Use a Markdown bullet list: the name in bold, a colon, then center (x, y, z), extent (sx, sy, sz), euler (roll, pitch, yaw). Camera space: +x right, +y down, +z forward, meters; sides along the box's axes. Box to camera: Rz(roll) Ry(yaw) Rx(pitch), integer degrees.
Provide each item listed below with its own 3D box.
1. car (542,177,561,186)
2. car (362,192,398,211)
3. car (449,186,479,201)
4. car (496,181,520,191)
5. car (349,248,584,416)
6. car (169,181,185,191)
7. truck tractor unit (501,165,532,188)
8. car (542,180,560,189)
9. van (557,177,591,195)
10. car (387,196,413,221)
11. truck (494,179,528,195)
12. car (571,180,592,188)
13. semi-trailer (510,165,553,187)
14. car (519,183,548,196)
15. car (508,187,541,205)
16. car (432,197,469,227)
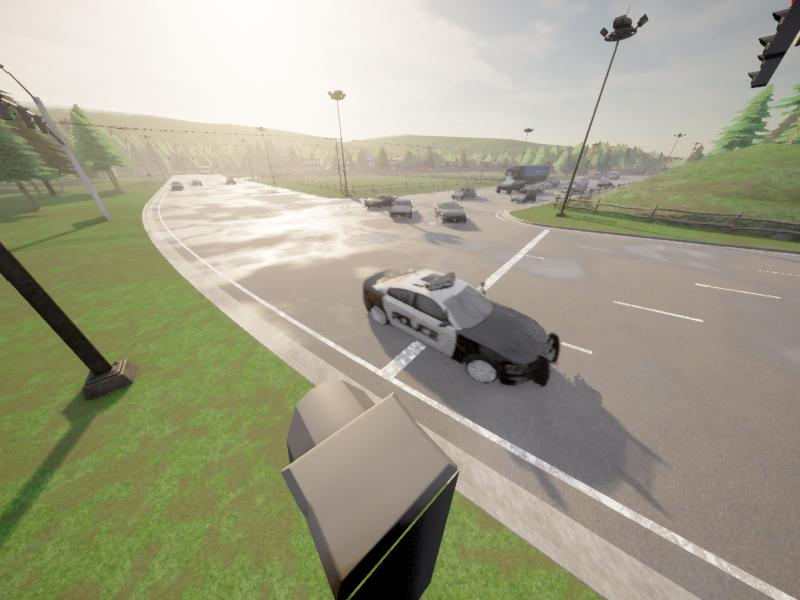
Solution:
- **car**: center (37.341, -29.183, 56.882), extent (4.611, 1.667, 2.242), euler (-23, 37, -34)
- **car**: center (-2.112, -11.209, 26.124), extent (1.895, 1.301, 4.718), euler (14, 33, 23)
- **car**: center (8.985, -14.960, 32.310), extent (3.988, 1.617, 1.851), euler (-23, 37, -34)
- **car**: center (21.115, -22.294, 45.125), extent (4.892, 1.490, 1.837), euler (-23, 37, -34)
- **car**: center (1.151, 0.208, 6.004), extent (5.238, 1.638, 1.930), euler (24, 39, 36)
- **car**: center (-43.512, -22.312, 45.148), extent (1.837, 1.490, 4.892), euler (-22, 37, -33)
- **truck tractor unit**: center (26.294, -27.939, 52.171), extent (6.516, 4.208, 3.053), euler (-22, 37, -34)
- **car**: center (32.135, -24.652, 49.175), extent (3.633, 1.501, 1.845), euler (-23, 37, -34)
- **van**: center (29.521, -19.371, 39.131), extent (6.366, 2.431, 2.351), euler (-23, 37, -34)
- **car**: center (0.121, -8.679, 21.645), extent (2.033, 1.411, 5.357), euler (2, 30, 3)
- **truck**: center (19.048, -19.402, 39.510), extent (6.274, 2.098, 2.390), euler (-23, 37, -34)
- **car**: center (40.311, -25.742, 51.198), extent (5.357, 1.411, 2.033), euler (-23, 37, -34)
- **semi-trailer**: center (32.343, -30.577, 56.543), extent (14.254, 4.402, 2.717), euler (-23, 37, -34)
- **car**: center (21.768, -18.060, 37.646), extent (5.238, 1.638, 1.930), euler (-23, 37, -34)
- **car**: center (15.850, -13.277, 29.395), extent (3.988, 1.617, 1.851), euler (-23, 37, -34)
- **car**: center (4.065, -7.555, 19.554), extent (1.882, 1.535, 5.008), euler (-2, 30, -1)
